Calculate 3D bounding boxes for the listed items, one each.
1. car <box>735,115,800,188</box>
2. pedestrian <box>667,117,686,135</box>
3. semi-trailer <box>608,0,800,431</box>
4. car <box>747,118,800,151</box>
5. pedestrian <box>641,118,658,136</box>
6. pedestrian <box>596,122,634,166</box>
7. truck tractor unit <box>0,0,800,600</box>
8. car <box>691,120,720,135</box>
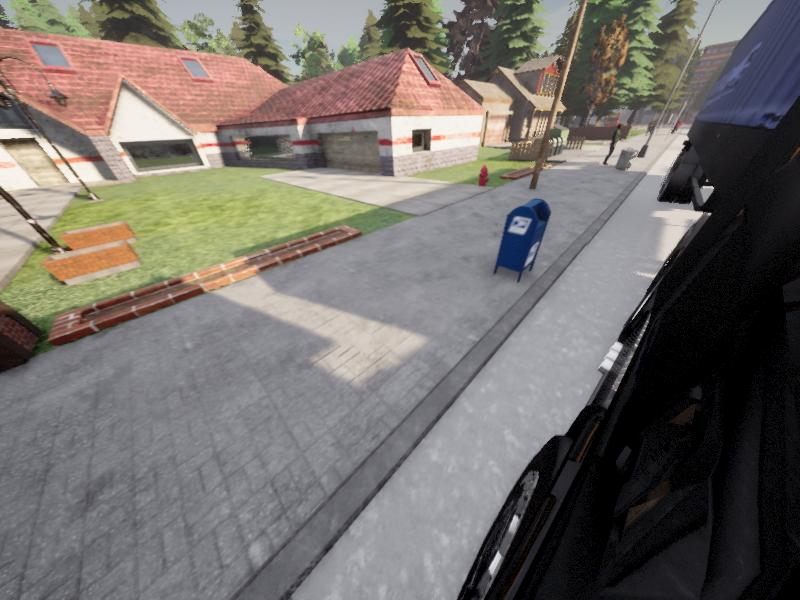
[{"bbox_3d":[15.961,-6.035,9.216,1.932,1.855,4.605,32,51,30],"label":"car"},{"bbox_3d":[34.757,-21.885,29.086,0.751,1.860,0.751,-32,45,-33],"label":"pedestrian"},{"bbox_3d":[8.209,-3.894,4.662,2.717,4.402,14.254,28,46,35],"label":"semi-trailer"},{"bbox_3d":[28.075,-11.846,16.431,2.033,1.649,4.856,18,41,28],"label":"car"},{"bbox_3d":[32.870,-22.778,30.406,0.751,1.860,0.751,-31,45,-33],"label":"pedestrian"},{"bbox_3d":[11.363,-8.265,12.275,0.751,1.860,0.751,18,41,25],"label":"pedestrian"},{"bbox_3d":[2.645,-0.295,0.352,6.516,4.208,3.053,-28,44,-30],"label":"truck tractor unit"},{"bbox_3d":[41.007,-23.260,31.073,4.193,1.474,1.816,-32,46,-33],"label":"car"}]
